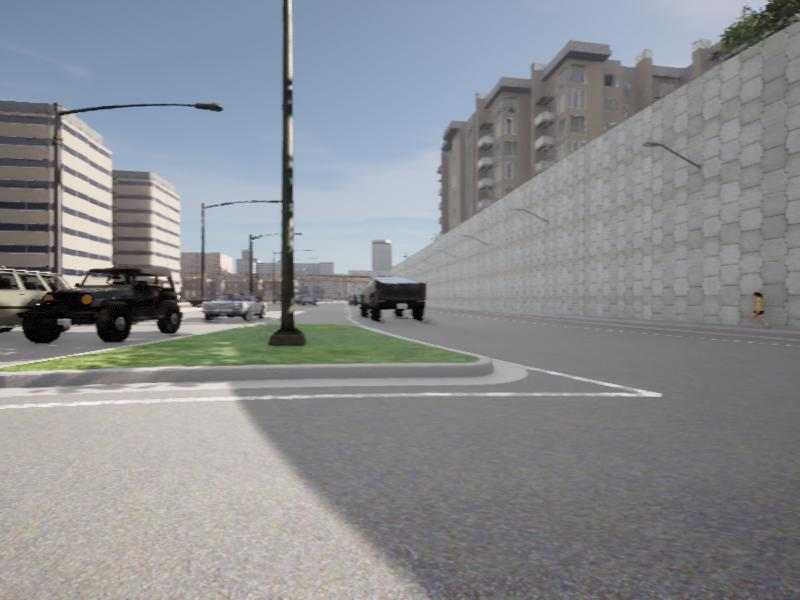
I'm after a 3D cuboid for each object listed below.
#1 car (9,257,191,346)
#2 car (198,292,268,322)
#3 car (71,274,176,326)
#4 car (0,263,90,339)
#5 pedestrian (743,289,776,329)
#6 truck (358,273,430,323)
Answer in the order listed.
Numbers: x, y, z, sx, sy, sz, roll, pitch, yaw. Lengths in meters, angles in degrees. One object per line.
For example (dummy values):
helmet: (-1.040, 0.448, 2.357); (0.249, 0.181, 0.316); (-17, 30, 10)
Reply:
car: (-7.345, 0.022, 10.390); (1.905, 1.878, 3.866); (0, 0, -2)
car: (-7.908, 0.303, 19.477); (1.895, 1.301, 4.718); (0, 0, -6)
car: (-11.183, 0.009, 16.541); (1.905, 1.878, 3.866); (0, 0, -5)
car: (-10.815, 0.027, 10.451); (1.932, 1.855, 4.605); (0, 0, -2)
pedestrian: (10.193, 0.245, 11.351); (0.500, 1.100, 0.500); (0, 0, -17)
truck: (-0.570, -0.097, 19.924); (2.390, 2.098, 6.274); (0, 0, -12)
